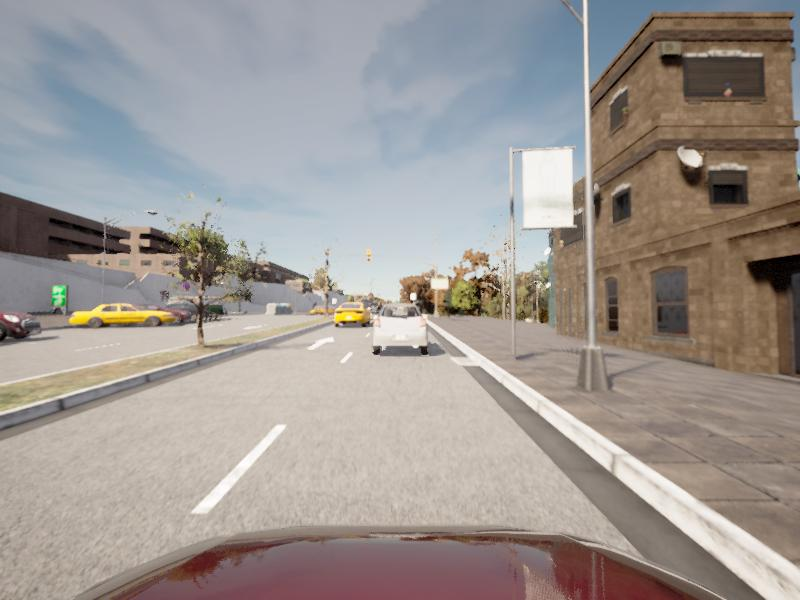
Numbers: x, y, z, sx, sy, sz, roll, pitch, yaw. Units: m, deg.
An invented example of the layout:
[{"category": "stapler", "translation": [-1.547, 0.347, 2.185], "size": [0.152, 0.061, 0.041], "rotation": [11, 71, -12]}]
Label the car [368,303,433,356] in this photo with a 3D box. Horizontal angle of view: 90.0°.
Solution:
[{"category": "car", "translation": [0.009, 0.851, 13.261], "size": [1.845, 1.501, 3.633], "rotation": [0, 0, 0]}]

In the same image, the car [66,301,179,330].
[{"category": "car", "translation": [-16.753, 0.889, 24.522], "size": [5.366, 1.575, 1.946], "rotation": [-1, 0, -20]}]

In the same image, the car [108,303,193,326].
[{"category": "car", "translation": [-16.925, 0.944, 27.436], "size": [4.674, 1.452, 2.002], "rotation": [-1, 0, -20]}]

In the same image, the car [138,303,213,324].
[{"category": "car", "translation": [-16.914, 0.954, 30.409], "size": [4.674, 1.452, 2.002], "rotation": [-1, 0, -20]}]

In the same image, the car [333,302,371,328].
[{"category": "car", "translation": [-2.983, 0.890, 25.782], "size": [1.882, 1.535, 5.008], "rotation": [0, 0, 0]}]

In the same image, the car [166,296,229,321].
[{"category": "car", "translation": [-16.808, 0.696, 33.435], "size": [4.442, 1.987, 1.878], "rotation": [-1, 0, -20]}]

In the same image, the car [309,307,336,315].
[{"category": "car", "translation": [-16.671, 2.375, 85.718], "size": [5.366, 1.575, 1.946], "rotation": [0, -2, -20]}]

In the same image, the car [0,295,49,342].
[{"category": "car", "translation": [-16.970, 0.740, 15.513], "size": [4.553, 1.767, 2.185], "rotation": [-1, 0, -20]}]
